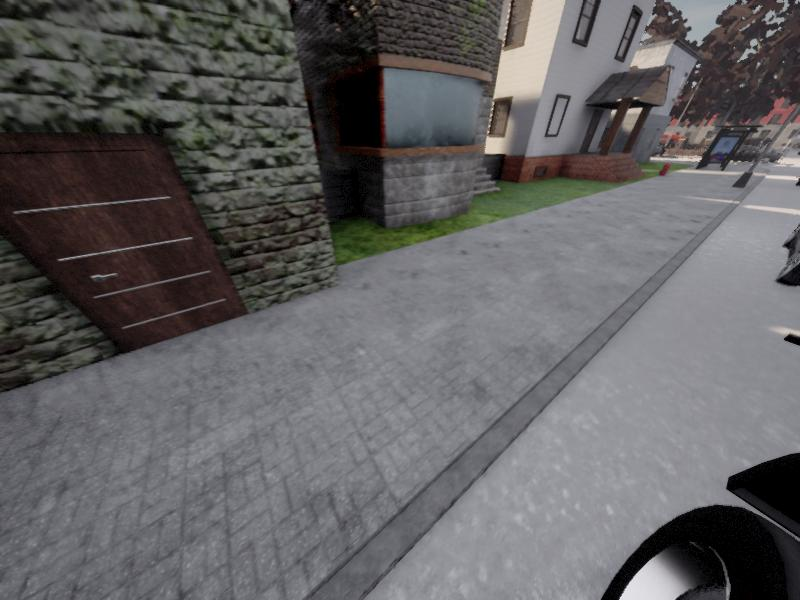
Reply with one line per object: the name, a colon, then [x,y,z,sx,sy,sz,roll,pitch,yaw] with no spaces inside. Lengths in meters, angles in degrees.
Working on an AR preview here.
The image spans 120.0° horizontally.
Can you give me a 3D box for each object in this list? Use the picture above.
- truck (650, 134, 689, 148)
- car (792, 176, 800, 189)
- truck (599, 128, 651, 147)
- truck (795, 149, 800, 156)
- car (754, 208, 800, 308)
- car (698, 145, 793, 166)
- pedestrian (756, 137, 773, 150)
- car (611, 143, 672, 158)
truck: [64.359,-38.050,55.250,2.627,2.467,5.204,-23,41,-28]
car: [22.901,-6.904,11.891,4.605,1.855,1.932,-23,41,-26]
truck: [59.101,-42.909,61.006,2.891,3.827,8.468,-22,41,-28]
truck: [54.666,-20.119,29.890,5.204,2.467,2.627,-22,41,-28]
car: [8.756,-1.034,4.000,4.902,1.511,2.128,-22,41,-28]
car: [33.135,-14.162,22.452,1.837,1.490,4.892,-29,44,-34]
pedestrian: [63.624,-27.318,40.341,0.751,1.860,0.751,-22,41,-28]
car: [31.056,-19.417,29.907,2.128,1.511,4.902,-22,41,-28]
